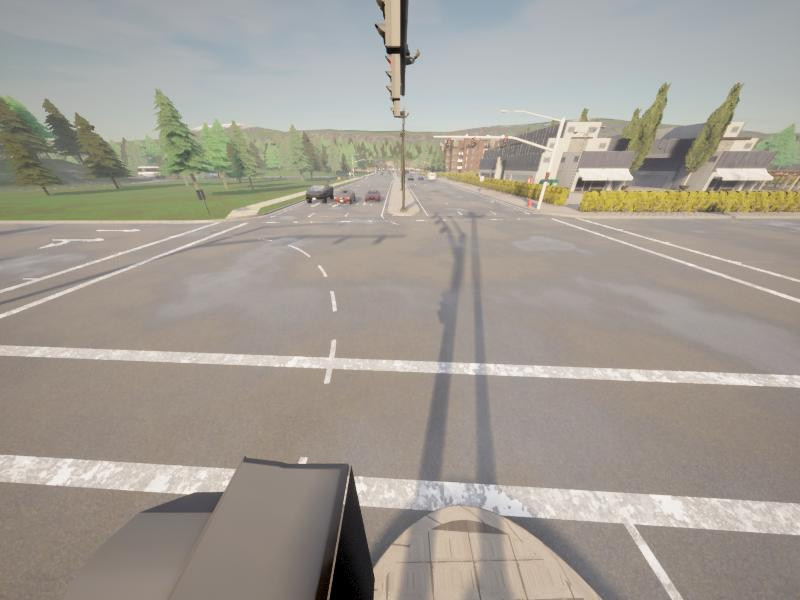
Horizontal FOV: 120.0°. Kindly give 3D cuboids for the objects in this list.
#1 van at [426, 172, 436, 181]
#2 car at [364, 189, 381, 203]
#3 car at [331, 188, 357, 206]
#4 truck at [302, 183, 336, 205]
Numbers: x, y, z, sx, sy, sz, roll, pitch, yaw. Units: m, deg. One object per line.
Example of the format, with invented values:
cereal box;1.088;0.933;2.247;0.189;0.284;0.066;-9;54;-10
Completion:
van;10.659;-42.364;79.255;2.351;2.431;6.366;0;30;0
car;-3.720;-14.464;31.989;1.994;1.385;4.181;0;30;-1
car;-7.190;-13.642;30.312;2.152;1.651;5.027;0;30;-1
truck;-10.710;-14.415;31.174;2.390;2.098;6.274;0;30;-1
